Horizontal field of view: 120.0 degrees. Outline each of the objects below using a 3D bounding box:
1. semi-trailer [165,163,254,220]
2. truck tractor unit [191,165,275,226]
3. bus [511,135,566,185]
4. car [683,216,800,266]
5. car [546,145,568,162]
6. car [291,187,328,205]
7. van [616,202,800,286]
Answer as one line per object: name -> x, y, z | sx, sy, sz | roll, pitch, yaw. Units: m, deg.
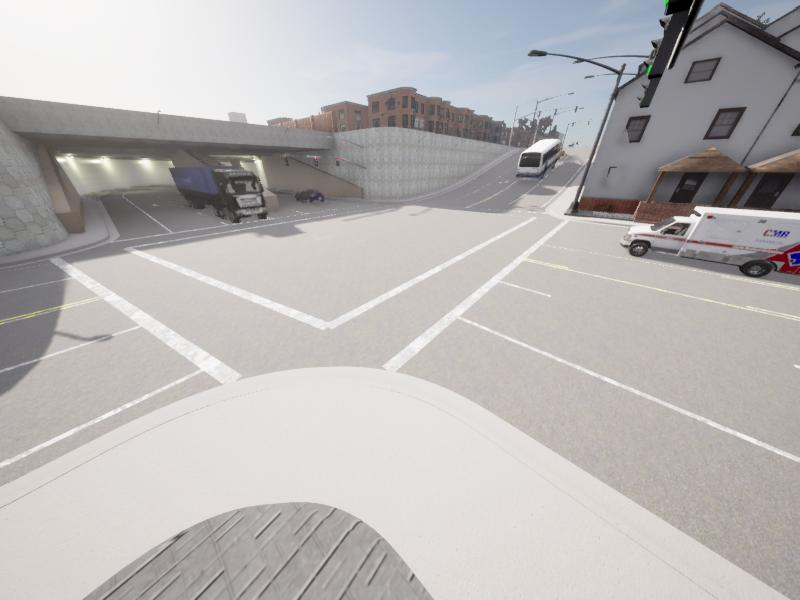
semi-trailer -> -20.705, -11.963, 24.608 | 14.254, 4.402, 2.717 | 23, 37, 34
truck tractor unit -> -14.617, -9.347, 20.276 | 6.516, 4.208, 3.053 | 22, 37, 34
bus -> 21.842, -22.115, 36.340 | 3.944, 4.253, 10.273 | 24, 51, 34
car -> 18.599, -3.250, 12.332 | 3.988, 1.617, 1.851 | 24, 38, 35
car -> 28.967, -27.085, 42.659 | 1.801, 1.575, 5.366 | 24, 51, 34
car -> -12.126, -13.967, 30.882 | 5.027, 1.651, 2.152 | 23, 37, 34
van -> 14.908, -2.901, 10.908 | 6.366, 2.431, 2.351 | 24, 38, 35
